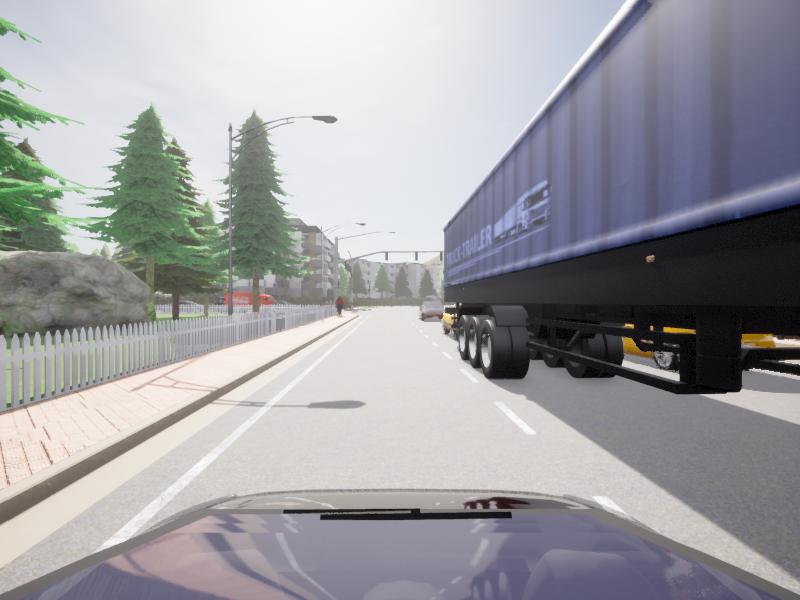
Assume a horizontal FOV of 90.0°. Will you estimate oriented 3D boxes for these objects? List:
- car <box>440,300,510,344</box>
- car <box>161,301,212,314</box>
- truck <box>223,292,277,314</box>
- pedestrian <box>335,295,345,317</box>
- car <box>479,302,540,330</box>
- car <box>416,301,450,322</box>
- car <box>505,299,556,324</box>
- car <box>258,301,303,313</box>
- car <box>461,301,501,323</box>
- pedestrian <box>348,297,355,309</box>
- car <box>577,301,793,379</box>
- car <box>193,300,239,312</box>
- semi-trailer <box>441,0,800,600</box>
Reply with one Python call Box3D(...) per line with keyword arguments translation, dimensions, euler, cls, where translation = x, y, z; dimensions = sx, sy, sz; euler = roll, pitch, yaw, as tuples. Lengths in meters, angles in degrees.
Box3D(translation=(2.928, 0.807, 16.864), dimensions=(1.801, 1.575, 5.366), euler=(0, -1, -2), cls="car")
Box3D(translation=(-24.545, 0.845, 46.090), dimensions=(4.892, 1.490, 1.837), euler=(0, 0, 0), cls="car")
Box3D(translation=(-17.188, 0.357, 46.139), dimensions=(5.204, 2.467, 2.627), euler=(0, 0, 0), cls="truck")
Box3D(translation=(-5.041, 0.487, 33.552), dimensions=(0.751, 1.860, 0.751), euler=(0, 0, 2), cls="pedestrian")
Box3D(translation=(6.233, 0.851, 23.454), dimensions=(2.163, 1.488, 4.792), euler=(0, 0, -2), cls="car")
Box3D(translation=(2.480, 0.851, 31.014), dimensions=(2.163, 1.488, 4.792), euler=(0, 0, -1), cls="car")
Box3D(translation=(9.528, 0.778, 29.605), dimensions=(2.033, 1.649, 4.856), euler=(0, 0, -2), cls="car")
Box3D(translation=(-14.752, 0.836, 49.654), dimensions=(4.902, 1.511, 2.128), euler=(0, 0, 0), cls="car")
Box3D(translation=(6.005, 0.823, 30.287), dimensions=(1.882, 1.535, 5.008), euler=(0, 0, -2), cls="car")
Box3D(translation=(-7.664, 0.490, 63.310), dimensions=(0.751, 1.860, 0.751), euler=(0, 0, 35), cls="pedestrian")
Box3D(translation=(6.744, 0.823, 10.405), dimensions=(1.882, 1.535, 5.008), euler=(0, -1, -3), cls="car")
Box3D(translation=(-24.367, 0.801, 53.091), dimensions=(5.366, 1.575, 1.801), euler=(0, 0, 0), cls="car")
Box3D(translation=(3.061, -0.618, 6.799), dimensions=(2.717, 4.402, 14.254), euler=(0, 0, -2), cls="semi-trailer")
